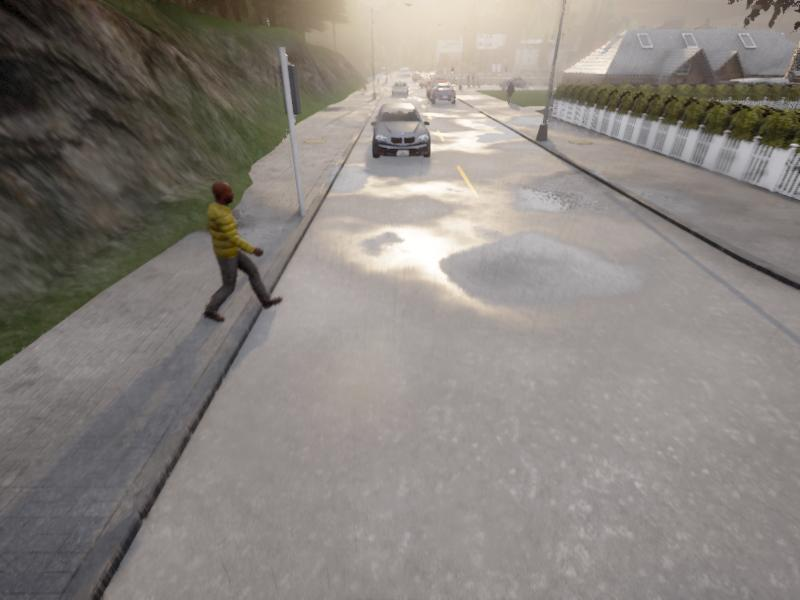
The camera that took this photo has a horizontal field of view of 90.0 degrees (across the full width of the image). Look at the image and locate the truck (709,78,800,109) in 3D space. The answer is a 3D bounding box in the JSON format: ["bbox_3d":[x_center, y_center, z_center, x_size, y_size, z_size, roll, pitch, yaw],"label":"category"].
[{"bbox_3d":[26.971,-15.795,30.586,4.478,2.038,2.069,0,30,0],"label":"truck"}]

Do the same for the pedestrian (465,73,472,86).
[{"bbox_3d":[11.294,-36.271,65.835,0.751,1.860,0.751,-18,35,-27],"label":"pedestrian"}]

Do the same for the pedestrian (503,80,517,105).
[{"bbox_3d":[9.390,-17.705,34.148,0.751,1.860,0.751,0,30,-1],"label":"pedestrian"}]

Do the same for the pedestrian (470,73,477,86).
[{"bbox_3d":[12.172,-36.415,66.081,0.751,1.860,0.751,-2,30,-3],"label":"pedestrian"}]

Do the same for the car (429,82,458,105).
[{"bbox_3d":[3.986,-19.344,37.436,2.152,1.651,5.027,0,30,0],"label":"car"}]

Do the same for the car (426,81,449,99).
[{"bbox_3d":[3.985,-23.014,43.793,2.038,1.542,4.974,0,30,0],"label":"car"}]

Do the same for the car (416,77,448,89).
[{"bbox_3d":[5.022,-33.820,62.262,4.514,1.525,2.007,-14,33,-23],"label":"car"}]

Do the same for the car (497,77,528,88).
[{"bbox_3d":[17.954,-34.791,63.977,4.193,1.474,1.816,0,30,0],"label":"car"}]

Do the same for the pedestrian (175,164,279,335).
[{"bbox_3d":[-2.066,-0.615,4.947,0.751,1.860,0.751,-11,32,-18],"label":"pedestrian"}]

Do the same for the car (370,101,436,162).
[{"bbox_3d":[-0.022,-6.908,16.140,2.242,1.667,4.611,-2,30,-3],"label":"car"}]

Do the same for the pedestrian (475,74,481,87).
[{"bbox_3d":[12.590,-35.293,64.403,0.751,1.860,0.751,2,30,3],"label":"pedestrian"}]

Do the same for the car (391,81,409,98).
[{"bbox_3d":[0.015,-24.014,45.508,2.007,1.525,4.514,0,30,0],"label":"car"}]
